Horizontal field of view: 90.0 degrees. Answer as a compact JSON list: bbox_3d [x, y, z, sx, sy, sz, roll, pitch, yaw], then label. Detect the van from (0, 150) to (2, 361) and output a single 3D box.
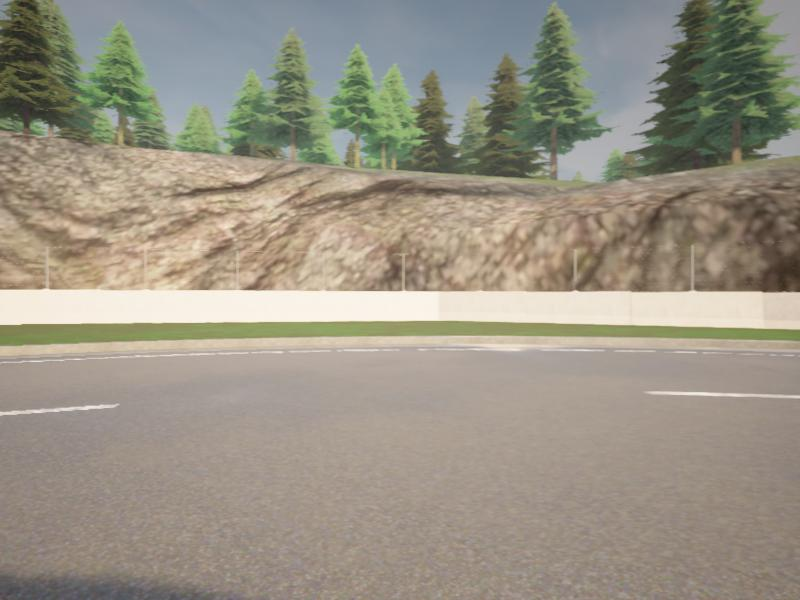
[{"bbox_3d":[-4.388,-0.040,0.910,4.480,2.038,2.069,0,-1,-24],"label":"van"}]
